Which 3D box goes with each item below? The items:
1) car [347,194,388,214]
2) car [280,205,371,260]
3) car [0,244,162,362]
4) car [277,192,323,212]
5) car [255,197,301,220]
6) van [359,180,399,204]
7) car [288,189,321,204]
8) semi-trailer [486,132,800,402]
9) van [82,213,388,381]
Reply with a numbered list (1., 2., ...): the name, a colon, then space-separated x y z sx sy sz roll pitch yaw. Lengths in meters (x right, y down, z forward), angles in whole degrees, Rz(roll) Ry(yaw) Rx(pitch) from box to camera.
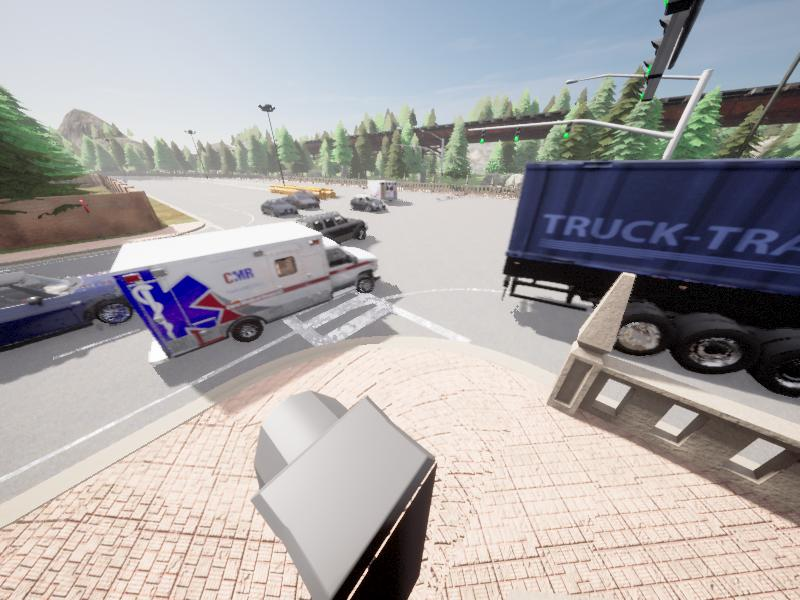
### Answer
1. car: -3.327 -9.890 23.659 3.806 1.475 1.970 23 37 34
2. car: -3.908 -4.027 13.107 1.932 1.855 4.605 17 35 27
3. car: -9.838 0.137 5.974 2.097 1.767 4.553 22 37 33
4. car: -11.047 -10.832 25.373 5.357 1.411 2.033 23 37 34
5. car: -11.449 -8.697 21.701 4.181 1.385 1.994 23 37 34
6. van: -2.884 -14.416 30.560 2.351 2.431 6.366 -17 34 -28
7. car: -12.564 -13.708 30.380 4.181 1.385 1.994 22 37 33
8. semi-trailer: 9.520 -0.247 4.000 14.254 4.402 2.717 15 33 23
9. van: -3.609 -0.807 6.976 6.366 2.431 2.351 -24 38 -35
